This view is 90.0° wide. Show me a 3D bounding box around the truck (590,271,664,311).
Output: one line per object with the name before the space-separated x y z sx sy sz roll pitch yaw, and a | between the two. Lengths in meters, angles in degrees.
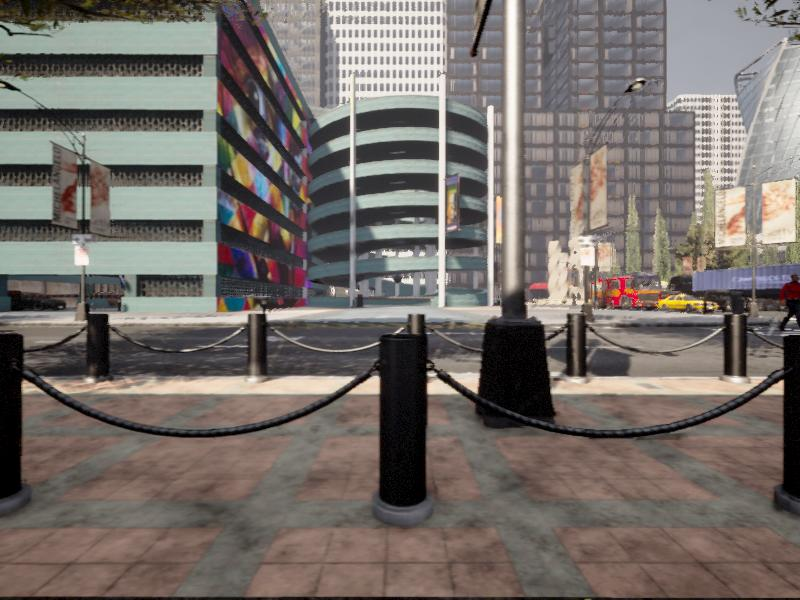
truck | 23.763 -0.888 42.549 2.891 3.827 8.468 0 0 -1

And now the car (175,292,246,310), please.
car | -15.844 0.094 33.652 4.902 1.511 2.128 0 0 0

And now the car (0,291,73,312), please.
car | -27.430 0.117 29.521 4.786 1.482 2.161 0 0 0

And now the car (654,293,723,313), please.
car | 23.780 0.234 33.285 1.801 1.575 5.366 0 0 0

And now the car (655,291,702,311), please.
car | 27.249 0.084 39.257 1.905 1.878 3.866 0 0 0

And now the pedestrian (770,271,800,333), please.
pedestrian | 12.114 0.053 12.314 0.751 1.860 0.751 0 0 6

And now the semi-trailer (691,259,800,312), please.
semi-trailer | 34.285 -1.170 38.110 2.717 4.402 14.254 0 0 0

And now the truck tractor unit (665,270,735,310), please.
truck tractor unit | 34.234 -1.072 46.025 3.053 4.208 6.516 0 0 -1

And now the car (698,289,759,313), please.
car | 27.268 0.084 33.373 1.905 1.878 3.866 0 0 -1
